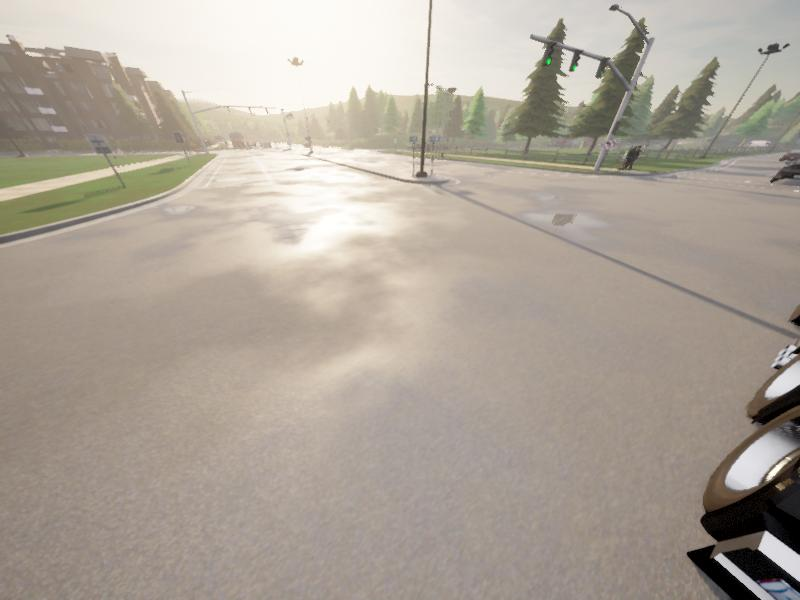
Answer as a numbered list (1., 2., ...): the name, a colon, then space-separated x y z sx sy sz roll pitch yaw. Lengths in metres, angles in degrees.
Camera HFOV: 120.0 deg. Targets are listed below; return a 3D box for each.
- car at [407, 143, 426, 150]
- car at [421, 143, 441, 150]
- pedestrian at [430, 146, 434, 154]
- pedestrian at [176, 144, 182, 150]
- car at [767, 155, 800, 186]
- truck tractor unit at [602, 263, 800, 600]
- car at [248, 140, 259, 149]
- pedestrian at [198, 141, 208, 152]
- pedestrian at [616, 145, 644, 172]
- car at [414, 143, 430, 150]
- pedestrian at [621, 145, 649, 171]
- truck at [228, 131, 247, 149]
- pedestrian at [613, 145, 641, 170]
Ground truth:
1. car: 4.652 -43.960 66.100 5.027 1.651 2.152 -18 39 -24
2. car: 8.120 -40.599 61.031 4.856 1.649 2.033 -18 39 -24
3. pedestrian: 5.959 -27.742 42.689 0.500 1.100 0.500 -15 38 -21
4. pedestrian: -49.028 -34.119 51.336 0.500 1.100 0.500 -15 38 -21
5. car: 27.392 -8.745 15.541 4.892 1.490 1.837 -18 39 -24
6. truck tractor unit: 5.109 -0.302 0.788 6.516 4.208 3.053 -18 39 -24
7. car: -40.731 -43.321 64.284 1.905 1.878 3.866 -18 39 -25
8. pedestrian: -39.822 -31.100 46.683 0.751 1.860 0.751 -16 38 -22
9. pedestrian: 19.174 -11.836 19.275 0.751 1.860 0.751 9 36 13
10. car: 6.038 -42.184 63.392 3.988 1.617 1.851 -18 39 -24
11. pedestrian: 19.731 -11.937 19.426 0.751 1.860 0.751 10 36 14
12. truck: -44.359 -43.725 63.115 2.891 3.827 8.468 -18 39 -25
13. pedestrian: 19.505 -12.273 19.907 0.751 1.860 0.751 -1 35 -2
